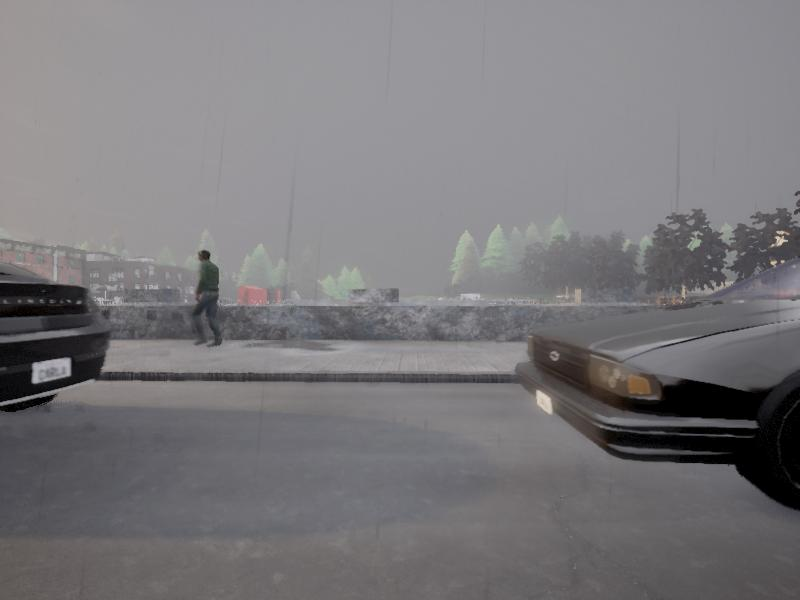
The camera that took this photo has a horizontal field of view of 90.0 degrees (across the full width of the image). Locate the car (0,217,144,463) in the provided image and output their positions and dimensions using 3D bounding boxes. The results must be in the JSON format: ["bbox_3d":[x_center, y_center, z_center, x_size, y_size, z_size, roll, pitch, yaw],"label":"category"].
[{"bbox_3d":[-4.862,0.244,2.900,4.892,1.490,1.837,0,0,2],"label":"car"}]

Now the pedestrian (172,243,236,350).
[{"bbox_3d":[-3.617,-0.067,7.422,0.751,1.860,0.751,0,0,13],"label":"pedestrian"}]

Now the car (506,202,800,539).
[{"bbox_3d":[3.633,0.295,2.627,5.357,1.411,2.033,0,0,2],"label":"car"}]

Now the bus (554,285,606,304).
[{"bbox_3d":[41.168,-1.139,91.730,10.273,4.253,3.944,0,0,2],"label":"bus"}]

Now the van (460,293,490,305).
[{"bbox_3d":[16.618,-0.227,88.653,6.366,2.431,2.351,0,0,2],"label":"van"}]
